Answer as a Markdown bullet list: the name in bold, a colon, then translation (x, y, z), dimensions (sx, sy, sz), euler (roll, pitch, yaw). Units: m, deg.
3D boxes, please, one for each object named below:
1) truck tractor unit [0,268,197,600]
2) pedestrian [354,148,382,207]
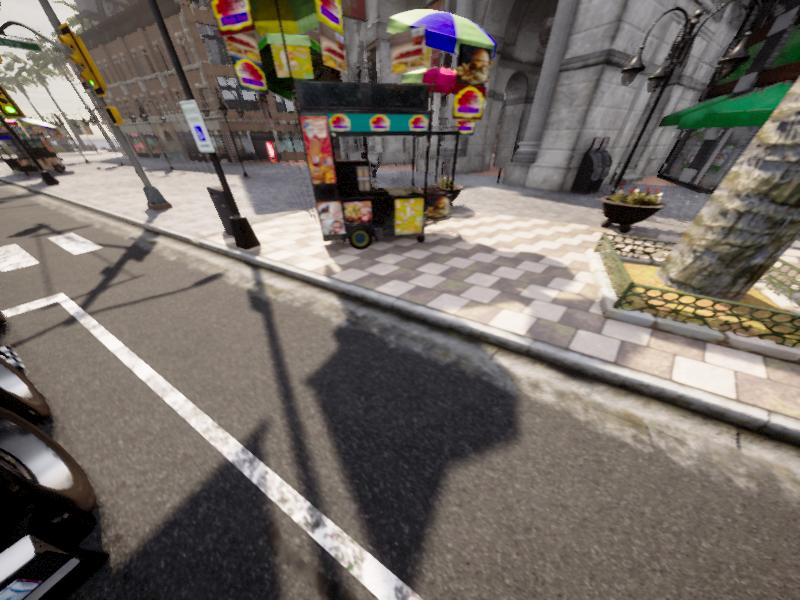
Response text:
- **truck tractor unit**: translation (-5.118, -0.294, 0.772), dimensions (6.516, 4.208, 3.053), euler (18, 39, 24)
- **pedestrian**: translation (-1.184, -4.599, 8.677), dimensions (0.751, 1.860, 0.751), euler (-12, 36, -16)
